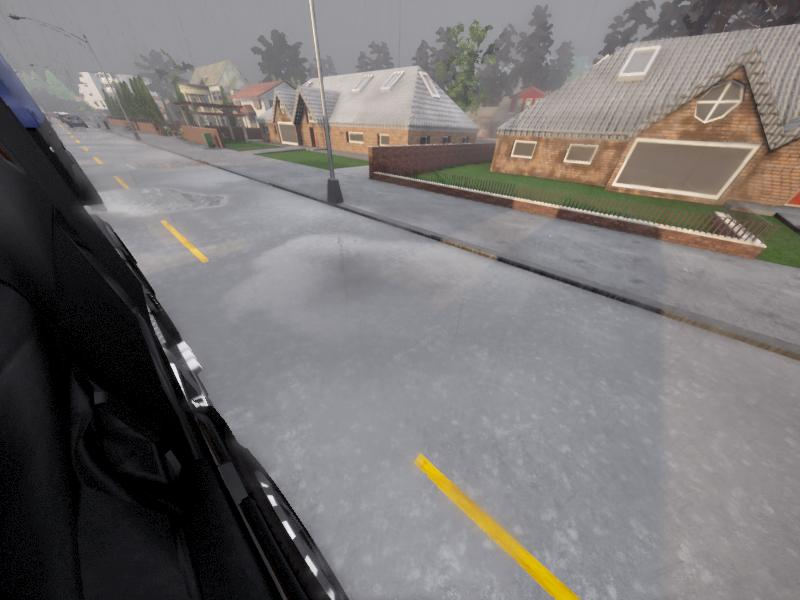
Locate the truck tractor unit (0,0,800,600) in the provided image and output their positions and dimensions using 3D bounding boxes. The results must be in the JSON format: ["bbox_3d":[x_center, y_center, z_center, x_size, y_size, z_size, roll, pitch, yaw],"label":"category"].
[{"bbox_3d":[-2.645,-0.295,0.352,6.516,4.208,3.053,28,44,30],"label":"truck tractor unit"}]

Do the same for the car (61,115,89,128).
[{"bbox_3d":[-58.751,-32.289,41.782,4.611,1.667,2.242,28,43,30],"label":"car"}]

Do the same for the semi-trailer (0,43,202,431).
[{"bbox_3d":[-8.696,-3.606,4.231,14.254,4.402,2.717,28,44,30],"label":"semi-trailer"}]

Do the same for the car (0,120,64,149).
[{"bbox_3d":[-27.393,-12.385,17.231,4.514,1.525,2.007,28,44,30],"label":"car"}]

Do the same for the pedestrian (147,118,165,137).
[{"bbox_3d":[-29.794,-21.092,28.233,0.751,1.860,0.751,27,43,29],"label":"pedestrian"}]

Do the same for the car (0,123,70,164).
[{"bbox_3d":[-20.584,-8.756,12.798,4.514,1.525,2.007,28,44,30],"label":"car"}]

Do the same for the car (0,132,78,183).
[{"bbox_3d":[-15.667,-6.058,9.653,4.181,1.385,1.994,28,44,30],"label":"car"}]
